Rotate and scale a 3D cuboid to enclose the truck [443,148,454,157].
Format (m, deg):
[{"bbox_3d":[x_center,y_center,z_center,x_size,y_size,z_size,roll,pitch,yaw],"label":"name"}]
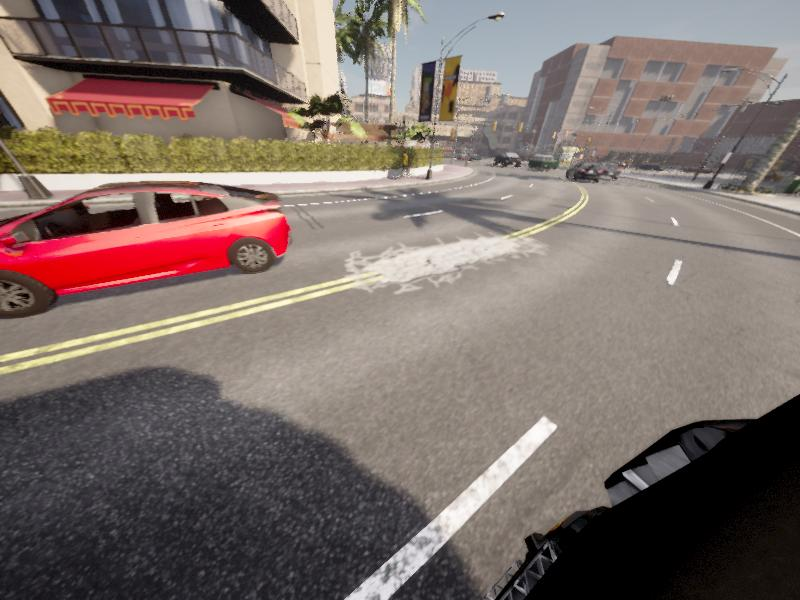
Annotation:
[{"bbox_3d":[16.366,-50.096,78.260,2.627,2.467,5.204,1,34,-2],"label":"truck"}]

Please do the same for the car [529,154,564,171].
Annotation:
[{"bbox_3d":[24.374,-23.140,38.679,2.150,2.045,5.566,2,34,-1],"label":"car"}]

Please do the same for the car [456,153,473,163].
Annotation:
[{"bbox_3d":[13.673,-30.408,49.343,2.163,1.488,4.792,1,34,-2],"label":"car"}]

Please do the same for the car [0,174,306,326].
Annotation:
[{"bbox_3d":[-4.375,-1.207,4.055,4.514,1.525,2.007,-17,38,-27],"label":"car"}]

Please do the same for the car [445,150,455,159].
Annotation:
[{"bbox_3d":[13.215,-38.817,61.682,2.097,1.767,4.553,6,34,5],"label":"car"}]

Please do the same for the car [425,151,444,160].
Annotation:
[{"bbox_3d":[8.144,-33.898,54.074,3.988,1.617,1.851,-21,41,-32],"label":"car"}]

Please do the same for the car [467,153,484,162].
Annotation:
[{"bbox_3d":[17.087,-32.407,52.454,1.930,1.638,5.238,1,34,-2],"label":"car"}]

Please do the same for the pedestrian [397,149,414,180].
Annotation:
[{"bbox_3d":[0.374,-9.659,16.496,0.751,1.860,0.751,30,42,34],"label":"pedestrian"}]

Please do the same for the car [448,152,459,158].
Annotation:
[{"bbox_3d":[16.539,-45.035,71.622,2.033,1.411,5.357,1,34,-2],"label":"car"}]

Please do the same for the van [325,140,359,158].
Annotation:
[{"bbox_3d":[-11.178,-29.497,45.196,5.915,2.561,1.988,1,34,-3],"label":"van"}]

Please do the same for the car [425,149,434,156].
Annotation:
[{"bbox_3d":[9.848,-49.284,77.180,2.185,1.767,4.553,1,34,-3],"label":"car"}]

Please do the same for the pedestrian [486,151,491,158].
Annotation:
[{"bbox_3d":[29.538,-48.581,77.178,0.751,1.860,0.751,1,34,-3],"label":"pedestrian"}]

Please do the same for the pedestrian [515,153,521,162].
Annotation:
[{"bbox_3d":[29.897,-36.176,58.544,0.751,1.860,0.751,4,34,2],"label":"pedestrian"}]

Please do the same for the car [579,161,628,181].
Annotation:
[{"bbox_3d":[23.390,-15.060,26.839,2.152,1.651,5.027,10,34,11],"label":"car"}]

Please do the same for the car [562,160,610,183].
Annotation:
[{"bbox_3d":[18.932,-13.309,23.834,2.242,1.667,4.611,12,35,14],"label":"car"}]

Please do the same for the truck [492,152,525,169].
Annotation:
[{"bbox_3d":[17.493,-22.857,37.704,2.390,2.098,6.274,2,34,-2],"label":"truck"}]

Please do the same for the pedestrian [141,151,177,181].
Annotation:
[{"bbox_3d":[-12.706,-7.108,12.236,0.751,1.300,0.751,-12,36,-21],"label":"pedestrian"}]

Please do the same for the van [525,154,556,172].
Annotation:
[{"bbox_3d":[20.774,-20.400,34.349,1.775,1.987,4.442,3,33,1],"label":"van"}]
